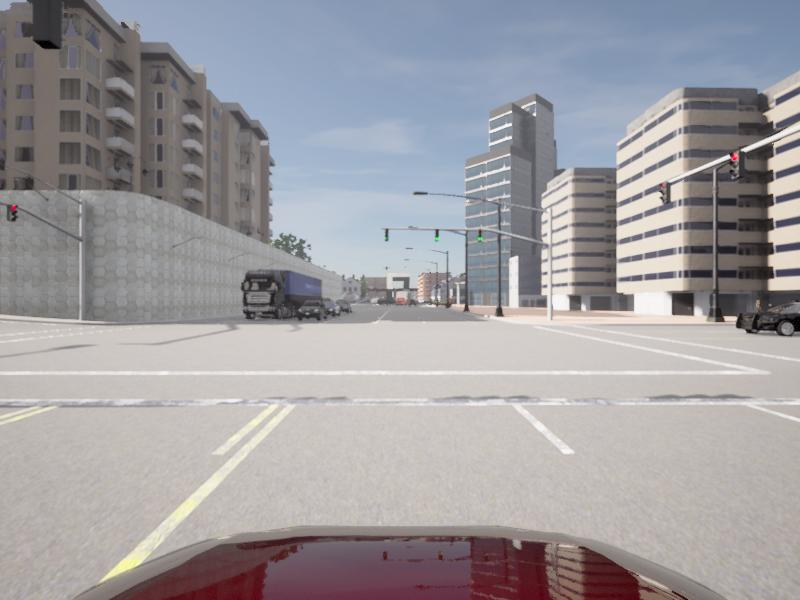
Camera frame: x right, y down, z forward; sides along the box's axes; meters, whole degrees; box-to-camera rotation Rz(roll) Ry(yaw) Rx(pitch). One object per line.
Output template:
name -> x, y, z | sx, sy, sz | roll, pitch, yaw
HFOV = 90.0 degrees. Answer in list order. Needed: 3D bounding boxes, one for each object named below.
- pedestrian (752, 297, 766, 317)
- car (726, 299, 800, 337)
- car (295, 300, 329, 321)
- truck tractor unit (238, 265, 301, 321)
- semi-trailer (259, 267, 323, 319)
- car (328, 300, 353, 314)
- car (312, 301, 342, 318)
pedestrian -> 33.478, 0.670, 37.300 | 0.751, 1.860, 0.751 | 0, 0, 16
car -> 18.334, 0.783, 18.315 | 5.238, 1.638, 1.930 | 0, 0, 0
car -> -7.028, 0.811, 32.334 | 1.851, 1.617, 3.988 | 0, 0, 0
truck tractor unit -> -10.544, -0.496, 32.989 | 3.053, 4.208, 6.516 | 0, 0, 0
semi-trailer -> -10.556, -0.590, 40.902 | 2.717, 4.402, 14.254 | 0, 0, 0
car -> -7.067, 0.790, 47.902 | 2.242, 1.667, 4.611 | 0, 0, 0
car -> -7.056, 0.853, 39.063 | 2.038, 1.542, 4.974 | 0, 0, 0
